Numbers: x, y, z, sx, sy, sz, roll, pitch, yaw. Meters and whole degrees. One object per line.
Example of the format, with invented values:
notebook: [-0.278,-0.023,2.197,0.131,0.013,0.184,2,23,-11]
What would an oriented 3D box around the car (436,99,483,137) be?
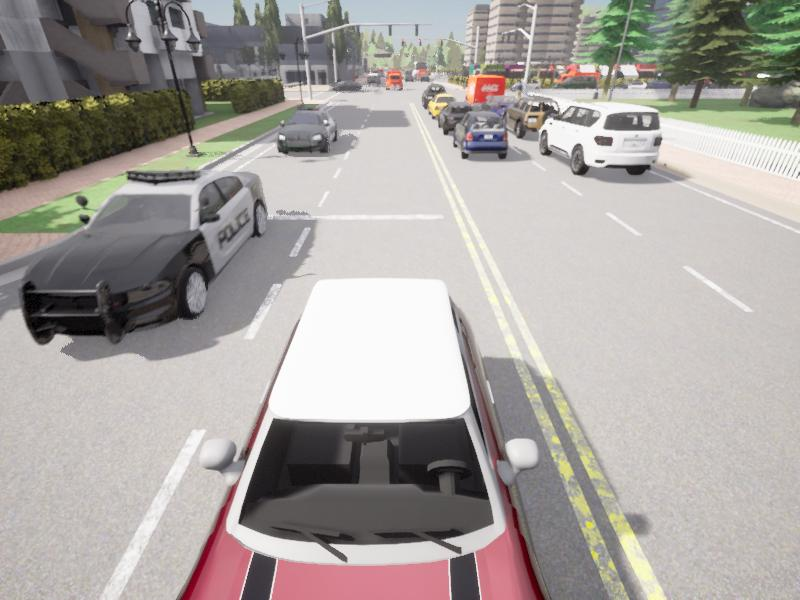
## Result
car: [3.068,-9.812,21.403,1.816,1.474,4.193,0,30,-1]

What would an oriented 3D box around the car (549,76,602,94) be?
car: [22.428,-27.595,51.334,5.566,2.045,2.150,-1,30,-2]

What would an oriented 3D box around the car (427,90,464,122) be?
car: [2.989,-13.374,27.409,1.801,1.575,5.366,0,30,-1]

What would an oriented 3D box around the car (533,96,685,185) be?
car: [6.669,-5.715,13.808,2.150,2.045,5.566,0,30,-1]

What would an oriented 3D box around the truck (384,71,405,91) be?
truck: [-0.881,-32.222,58.853,2.627,2.467,5.204,-2,30,-4]

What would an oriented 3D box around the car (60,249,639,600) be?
car: [-0.172,1.071,2.759,1.970,1.475,3.806,0,30,0]

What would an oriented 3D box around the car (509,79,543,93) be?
car: [17.078,-29.108,54.367,3.988,1.617,1.851,0,30,0]

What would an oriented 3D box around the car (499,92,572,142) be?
car: [6.586,-9.294,20.114,1.932,1.855,4.605,0,30,-1]

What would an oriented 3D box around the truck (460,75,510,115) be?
truck: [6.437,-16.050,31.115,2.627,2.467,5.204,0,30,0]

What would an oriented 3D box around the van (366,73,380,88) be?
van: [-4.560,-37.599,68.512,2.069,2.038,4.480,0,30,-1]

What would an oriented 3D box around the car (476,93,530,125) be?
car: [6.510,-12.411,25.855,2.163,1.488,4.792,0,30,-1]

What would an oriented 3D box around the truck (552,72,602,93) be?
truck: [23.866,-29.565,54.304,5.204,2.467,2.627,-1,30,-2]

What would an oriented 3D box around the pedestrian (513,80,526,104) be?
pedestrian: [10.630,-18.546,35.649,0.751,1.860,0.751,0,30,0]

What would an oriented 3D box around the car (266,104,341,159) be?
car: [-3.874,-7.302,17.044,2.038,1.542,4.974,0,30,-1]

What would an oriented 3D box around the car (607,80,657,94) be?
car: [29.874,-27.510,51.700,4.974,1.542,2.038,-1,30,-2]

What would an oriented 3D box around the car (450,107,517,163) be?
car: [3.144,-6.663,15.924,1.789,1.549,3.705,0,30,-1]

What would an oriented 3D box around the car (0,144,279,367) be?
car: [-3.733,-1.249,6.550,1.930,1.638,5.238,0,30,-1]

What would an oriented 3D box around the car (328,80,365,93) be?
car: [-7.318,-29.189,54.670,4.674,1.442,1.812,-20,36,-30]

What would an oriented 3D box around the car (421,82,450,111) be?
car: [2.909,-17.051,33.420,1.932,1.855,4.605,0,30,-1]
